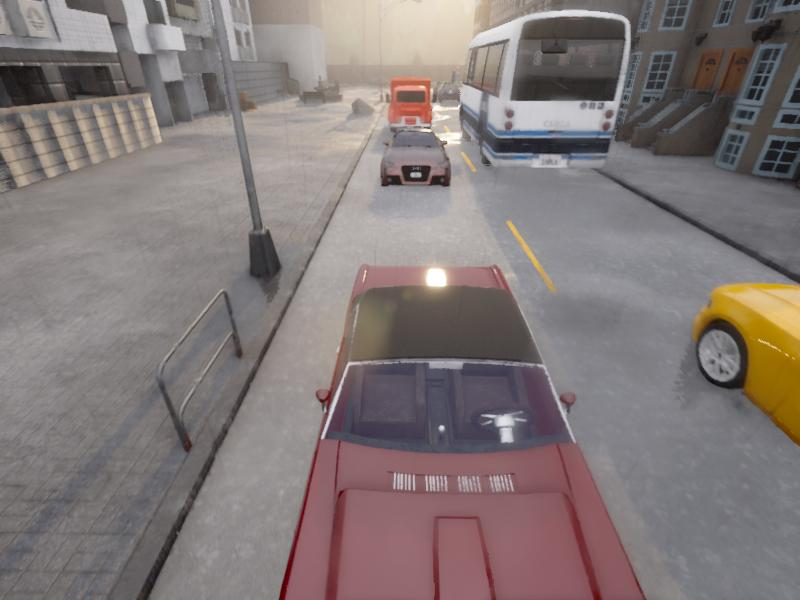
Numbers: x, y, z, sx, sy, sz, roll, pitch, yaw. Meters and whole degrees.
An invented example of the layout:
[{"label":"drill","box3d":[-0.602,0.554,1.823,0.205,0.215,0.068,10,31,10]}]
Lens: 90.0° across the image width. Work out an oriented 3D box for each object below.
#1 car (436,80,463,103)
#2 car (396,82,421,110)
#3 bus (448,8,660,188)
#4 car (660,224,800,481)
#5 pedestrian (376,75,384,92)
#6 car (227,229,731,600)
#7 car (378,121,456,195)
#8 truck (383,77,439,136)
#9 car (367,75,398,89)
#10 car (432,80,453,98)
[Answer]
[{"label":"car","box3d":[4.756,-20.519,39.316,2.097,1.767,4.553,0,31,1]},{"label":"car","box3d":[0.681,-16.776,32.812,1.905,1.878,3.866,0,30,0]},{"label":"bus","box3d":[4.305,-7.722,15.005,3.944,4.253,10.273,1,31,1]},{"label":"car","box3d":[4.323,1.053,2.682,1.882,1.535,5.008,0,29,1]},{"label":"pedestrian","box3d":[-2.542,-27.709,51.283,0.751,1.860,0.751,14,33,22]},{"label":"car","box3d":[0.329,0.874,3.234,1.895,1.301,4.718,1,30,1]},{"label":"car","box3d":[0.462,-4.530,12.390,1.994,1.385,4.181,0,30,1]},{"label":"truck","box3d":[0.565,-10.578,21.639,2.627,2.467,5.204,0,30,1]},{"label":"car","box3d":[-2.666,-33.878,62.148,4.553,1.767,2.097,0,30,1]},{"label":"car","box3d":[4.756,-23.941,45.328,2.033,1.649,4.856,1,30,1]}]
